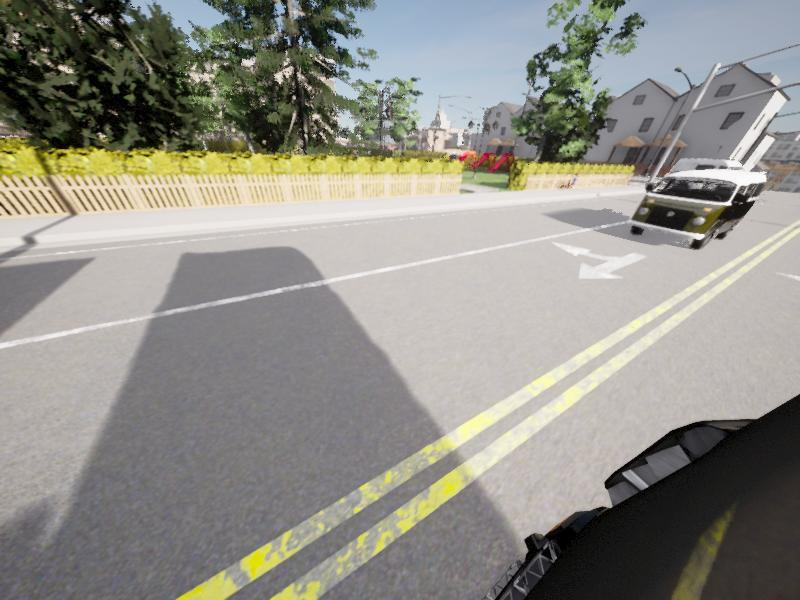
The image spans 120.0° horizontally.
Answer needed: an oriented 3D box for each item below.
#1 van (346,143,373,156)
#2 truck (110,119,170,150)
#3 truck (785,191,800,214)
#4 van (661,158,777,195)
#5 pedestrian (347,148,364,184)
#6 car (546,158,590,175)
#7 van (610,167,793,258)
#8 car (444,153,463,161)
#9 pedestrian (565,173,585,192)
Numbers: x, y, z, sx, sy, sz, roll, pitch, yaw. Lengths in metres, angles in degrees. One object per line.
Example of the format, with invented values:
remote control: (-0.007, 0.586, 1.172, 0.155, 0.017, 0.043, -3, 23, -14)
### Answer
van: (-10.389, -39.140, 60.137, 6.366, 2.431, 2.351, -14, 37, -24)
truck: (-42.885, -27.413, 38.603, 2.891, 3.827, 8.468, -12, 36, -20)
truck: (54.868, -13.188, 30.793, 5.204, 2.467, 2.627, -2, 30, -33)
van: (30.197, -12.140, 22.427, 1.988, 2.561, 5.915, -3, 34, -10)
pedestrian: (-2.695, -8.233, 14.220, 0.751, 1.860, 0.751, 5, 33, 3)
car: (24.582, -19.728, 34.052, 1.932, 1.855, 4.605, -15, 37, -25)
van: (9.661, -3.044, 7.500, 4.480, 2.038, 2.069, -15, 37, -25)
car: (13.285, -35.425, 57.287, 1.812, 1.442, 4.674, -15, 37, -25)
pedestrian: (11.838, -7.956, 15.635, 0.500, 1.100, 0.500, -13, 37, -23)
